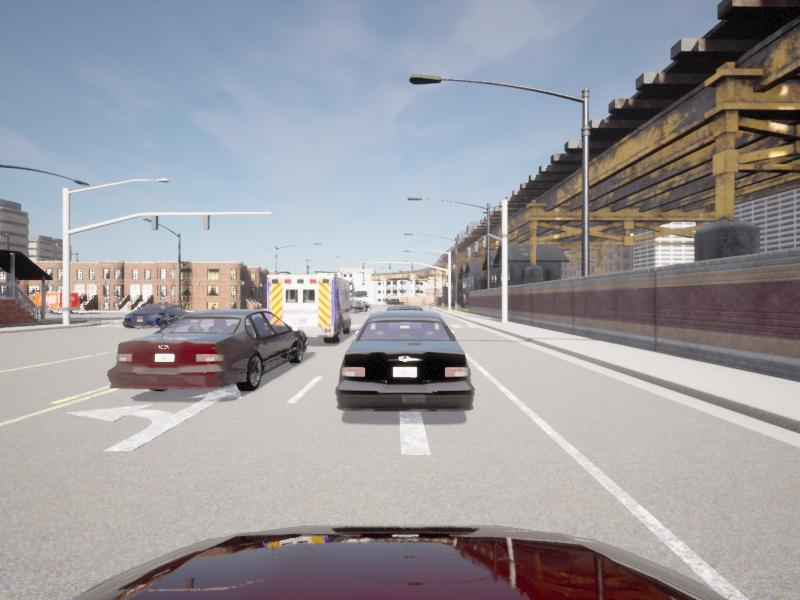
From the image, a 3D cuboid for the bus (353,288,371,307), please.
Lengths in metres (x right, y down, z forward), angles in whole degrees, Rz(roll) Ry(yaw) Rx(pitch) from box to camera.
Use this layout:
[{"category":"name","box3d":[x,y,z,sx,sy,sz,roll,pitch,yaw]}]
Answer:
[{"category":"bus","box3d":[-9.244,-0.532,96.054,3.944,4.253,10.273,1,0,-6]}]

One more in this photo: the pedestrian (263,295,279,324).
[{"category":"pedestrian","box3d":[-8.449,0.637,26.253,0.751,1.860,0.751,0,0,7]}]

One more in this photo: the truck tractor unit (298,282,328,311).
[{"category":"truck tractor unit","box3d":[-13.270,-0.516,61.502,3.053,4.208,6.516,0,0,0]}]

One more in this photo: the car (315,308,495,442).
[{"category":"car","box3d":[0.088,0.895,7.195,2.033,1.411,5.357,0,0,1]}]

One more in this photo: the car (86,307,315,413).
[{"category":"car","box3d":[-3.400,0.895,8.344,2.033,1.411,5.357,0,0,1]}]

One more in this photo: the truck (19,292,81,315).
[{"category":"truck","box3d":[-39.152,0.356,44.838,5.204,2.467,2.627,0,0,12]}]

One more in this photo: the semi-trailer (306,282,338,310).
[{"category":"semi-trailer","box3d":[-13.203,-0.615,69.419,2.717,4.402,14.254,0,0,1]}]

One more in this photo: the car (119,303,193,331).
[{"category":"car","box3d":[-13.907,0.907,23.102,1.994,1.385,4.181,0,0,-5]}]

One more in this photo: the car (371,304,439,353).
[{"category":"car","box3d":[0.178,0.895,14.747,2.033,1.411,5.357,0,0,1]}]

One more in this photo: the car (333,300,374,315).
[{"category":"car","box3d":[-5.275,0.771,46.273,1.930,1.638,5.238,0,0,31]}]

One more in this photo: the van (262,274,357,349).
[{"category":"van","box3d":[-3.303,0.378,16.290,2.351,2.431,6.366,0,0,1]}]
